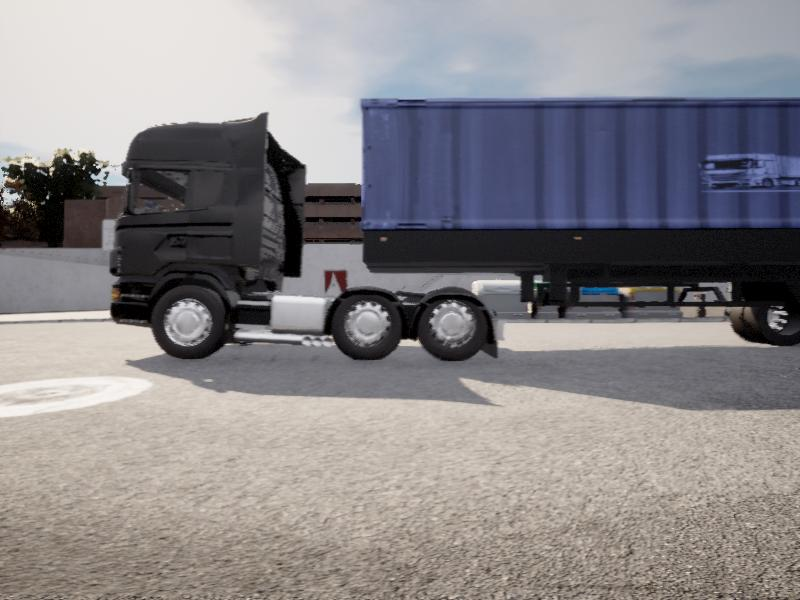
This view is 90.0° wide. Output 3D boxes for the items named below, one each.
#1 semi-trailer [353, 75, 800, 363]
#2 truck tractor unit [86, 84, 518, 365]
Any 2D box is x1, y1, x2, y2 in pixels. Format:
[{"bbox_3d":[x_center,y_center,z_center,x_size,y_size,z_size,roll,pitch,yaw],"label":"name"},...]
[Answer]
[{"bbox_3d":[6.424,-1.282,7.542,14.254,4.402,2.717,-1,0,0],"label":"semi-trailer"},{"bbox_3d":[-1.474,-1.144,7.584,6.516,4.208,3.053,1,-1,1],"label":"truck tractor unit"}]
